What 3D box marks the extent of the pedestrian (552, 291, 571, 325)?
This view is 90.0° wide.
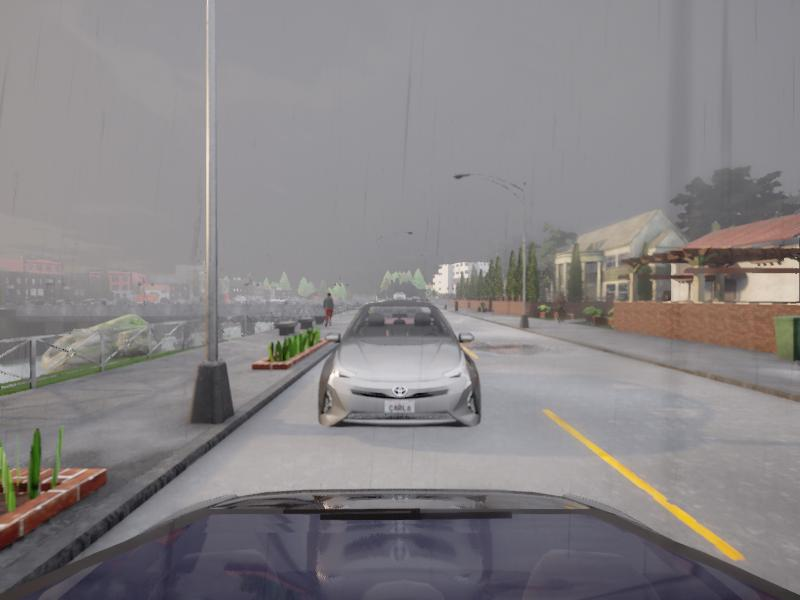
[{"bbox_3d":[9.164,0.446,22.714,0.751,1.860,0.751,0,0,0],"label":"pedestrian"}]

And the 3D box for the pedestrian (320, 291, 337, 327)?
[{"bbox_3d":[-3.672,0.452,20.644,0.751,1.860,0.751,0,0,2],"label":"pedestrian"}]

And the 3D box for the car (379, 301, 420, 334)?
[{"bbox_3d":[-0.015,0.776,19.856,1.816,1.474,4.193,0,0,0],"label":"car"}]

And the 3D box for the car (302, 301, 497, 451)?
[{"bbox_3d":[-0.005,0.793,6.385,2.007,1.525,4.514,0,0,0],"label":"car"}]

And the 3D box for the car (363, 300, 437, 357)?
[{"bbox_3d":[-0.010,0.772,13.104,2.007,1.525,4.514,0,0,0],"label":"car"}]

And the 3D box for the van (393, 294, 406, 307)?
[{"bbox_3d":[-0.058,0.115,76.068,2.351,2.431,6.366,0,0,0],"label":"van"}]
